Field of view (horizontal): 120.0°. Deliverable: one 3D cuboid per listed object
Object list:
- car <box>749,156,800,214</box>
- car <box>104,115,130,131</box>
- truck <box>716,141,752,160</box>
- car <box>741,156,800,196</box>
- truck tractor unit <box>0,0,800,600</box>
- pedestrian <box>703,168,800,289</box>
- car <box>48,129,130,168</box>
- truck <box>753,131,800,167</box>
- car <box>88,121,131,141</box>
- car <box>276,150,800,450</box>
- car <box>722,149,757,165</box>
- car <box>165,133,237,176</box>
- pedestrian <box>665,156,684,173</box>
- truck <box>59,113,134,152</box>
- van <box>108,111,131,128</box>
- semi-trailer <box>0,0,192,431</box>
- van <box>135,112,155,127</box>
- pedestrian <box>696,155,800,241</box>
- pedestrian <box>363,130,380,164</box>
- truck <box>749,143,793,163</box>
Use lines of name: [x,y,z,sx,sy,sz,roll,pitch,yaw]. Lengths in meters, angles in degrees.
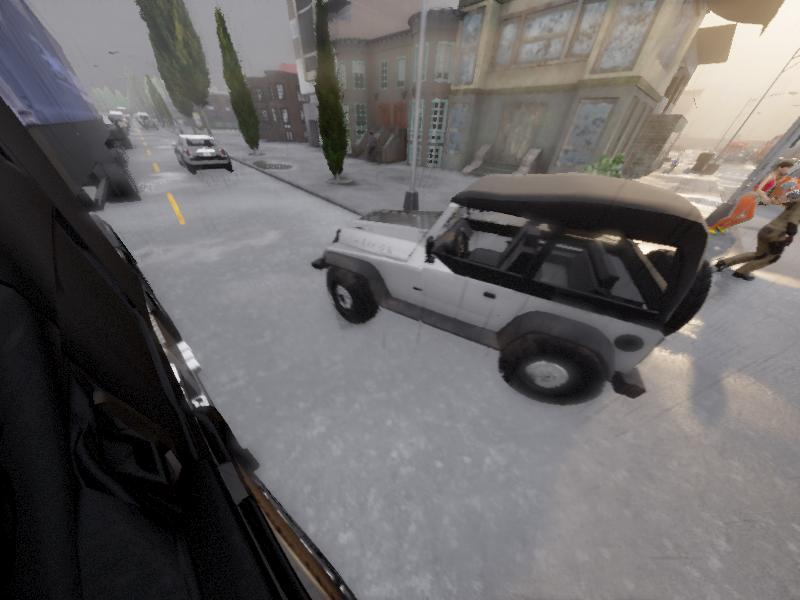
car: [17.896,-5.051,10.086,4.553,1.767,2.097,-27,46,-34]
car: [-45.941,-28.809,37.652,1.932,1.855,4.605,-27,45,-34]
truck: [60.423,-27.167,41.884,5.204,2.467,2.627,-27,46,-34]
car: [22.956,-7.581,13.958,3.988,1.617,1.851,-27,46,-34]
truck tractor unit: [-2.645,-0.295,0.352,6.516,4.208,3.053,28,44,30]
pedestrian: [6.862,-1.263,4.203,0.751,1.860,0.751,29,44,31]
car: [-16.608,-8.360,12.621,1.994,1.385,4.181,-27,46,-34]
truck: [54.877,-21.604,32.948,8.468,3.827,2.891,-27,46,-34]
car: [-29.705,-17.456,23.820,2.128,1.511,4.902,-27,46,-34]
car: [0.900,-0.516,2.831,3.866,1.878,1.905,19,40,21]
car: [47.034,-19.921,32.102,4.974,1.542,2.038,-27,46,-34]
car: [-10.360,-7.665,12.007,1.970,1.475,3.806,-27,46,-34]
pedestrian: [22.051,-10.902,18.552,0.500,1.100,0.500,-28,46,-34]
truck: [-22.650,-12.832,17.598,2.390,2.098,6.274,-27,46,-34]
van: [-58.070,-37.471,47.856,1.988,2.561,5.915,-27,46,-34]
semi-trailer: [-8.232,-3.888,4.634,2.717,4.402,14.254,-28,47,-35]
van: [-58.770,-41.520,53.228,1.988,2.561,5.915,-27,46,-34]
pedestrian: [9.036,-2.585,5.941,0.751,1.860,0.751,-14,40,-21]
pedestrian: [-1.929,-10.450,15.772,0.751,1.860,0.751,31,45,33]
truck: [62.400,-24.945,39.040,5.204,2.467,2.627,-27,46,-34]
